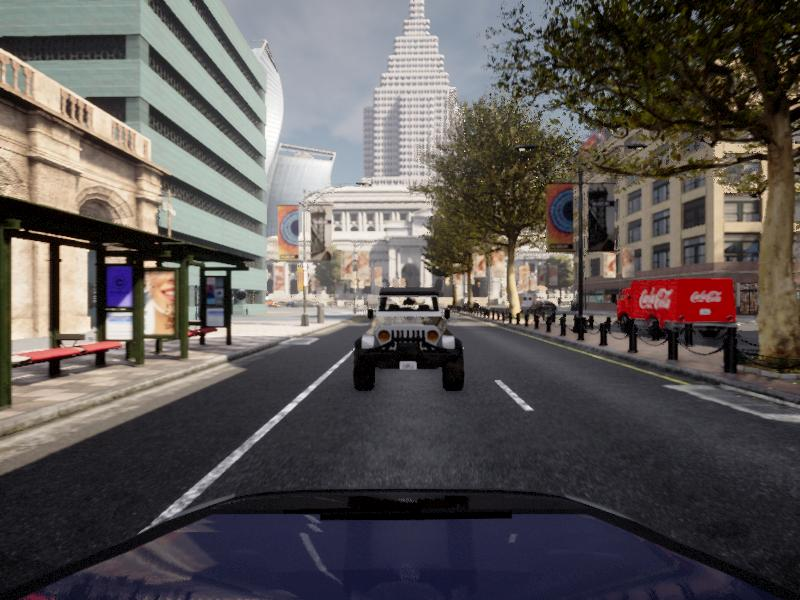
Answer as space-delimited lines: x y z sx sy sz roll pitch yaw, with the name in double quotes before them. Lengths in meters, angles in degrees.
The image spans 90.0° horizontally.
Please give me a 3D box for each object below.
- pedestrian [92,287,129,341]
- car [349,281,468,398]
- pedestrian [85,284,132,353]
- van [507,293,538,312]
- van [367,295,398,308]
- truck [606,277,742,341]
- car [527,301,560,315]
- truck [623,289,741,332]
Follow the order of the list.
"pedestrian" -10.330 0.486 14.300 0.751 1.860 0.751 0 0 14
"car" 0.188 0.645 8.366 1.905 1.878 3.866 0 0 2
"pedestrian" -8.111 0.486 11.164 0.751 1.860 0.751 0 0 3
"van" 16.276 0.358 53.632 2.351 2.431 6.366 0 0 2
"van" -3.412 0.284 77.670 5.915 2.561 1.988 0 0 2
"truck" 11.923 0.349 18.048 2.627 2.467 5.204 0 0 1
"car" 16.108 0.818 45.203 2.128 1.511 4.902 0 0 1
"truck" 15.543 0.530 22.733 2.390 2.098 6.274 0 0 1
